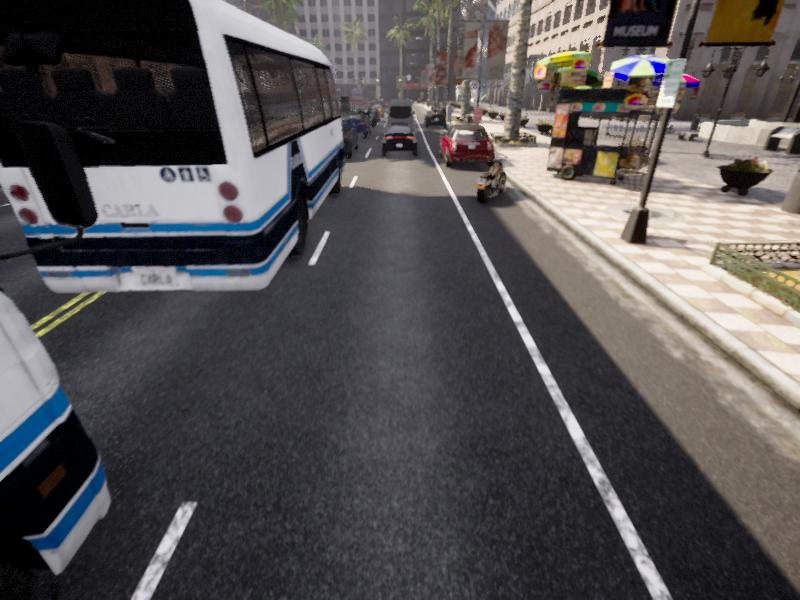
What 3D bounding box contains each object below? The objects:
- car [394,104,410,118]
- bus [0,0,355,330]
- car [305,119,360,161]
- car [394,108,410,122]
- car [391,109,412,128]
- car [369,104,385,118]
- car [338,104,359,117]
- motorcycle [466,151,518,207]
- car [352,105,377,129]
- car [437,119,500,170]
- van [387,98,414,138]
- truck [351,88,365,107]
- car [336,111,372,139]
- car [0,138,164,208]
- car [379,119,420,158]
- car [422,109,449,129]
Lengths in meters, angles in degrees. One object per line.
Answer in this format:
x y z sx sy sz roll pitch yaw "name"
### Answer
0.339 -26.216 55.344 2.128 1.511 4.902 0 28 1 "car"
-3.645 -3.850 9.411 3.944 4.253 10.273 0 28 0 "bus"
-3.519 -8.900 21.968 2.152 1.651 5.027 0 27 0 "car"
0.254 -21.923 47.317 1.895 1.301 4.718 0 27 1 "car"
0.172 -18.081 39.729 1.970 1.475 3.806 0 27 1 "car"
-3.157 -26.422 55.721 1.801 1.575 5.366 0 27 1 "car"
-7.474 -27.559 58.133 1.970 1.475 3.806 -11 29 -20 "car"
2.931 -3.859 12.594 0.764 1.277 2.356 14 31 26 "motorcycle"
-3.341 -17.670 38.563 1.932 1.855 4.605 0 28 1 "car"
3.070 -7.504 18.990 2.185 1.767 4.553 0 27 0 "car"
0.081 -14.689 32.051 1.988 2.561 5.915 0 27 1 "van"
-10.095 -47.948 94.822 2.891 3.827 8.468 -4 28 -6 "truck"
-3.433 -13.614 31.038 2.152 1.651 5.027 0 27 1 "car"
-10.514 -4.526 13.778 2.007 1.525 4.514 0 27 0 "car"
-0.006 -9.290 22.762 2.038 1.542 4.974 0 28 0 "car"
3.350 -17.495 38.547 2.163 1.488 4.792 0 27 0 "car"
